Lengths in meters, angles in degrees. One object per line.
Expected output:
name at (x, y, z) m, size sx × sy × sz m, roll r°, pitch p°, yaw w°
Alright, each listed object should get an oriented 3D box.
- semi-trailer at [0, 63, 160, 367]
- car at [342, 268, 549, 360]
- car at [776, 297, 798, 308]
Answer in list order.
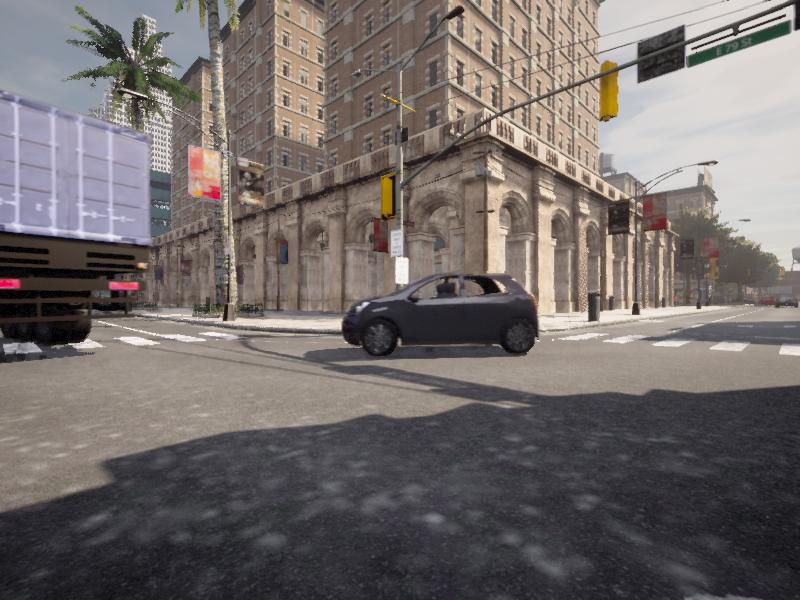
semi-trailer at (-11.356, -1.230, 10.310) m, size 14.254 × 4.402 × 2.717 m, roll 0°, pitch 1°, yaw 32°
car at (0.707, 0.226, 7.753) m, size 3.633 × 1.501 × 1.845 m, roll 0°, pitch 0°, yaw -8°
car at (48.352, 0.296, 49.971) m, size 1.994 × 1.385 × 4.181 m, roll 0°, pitch 0°, yaw 45°
